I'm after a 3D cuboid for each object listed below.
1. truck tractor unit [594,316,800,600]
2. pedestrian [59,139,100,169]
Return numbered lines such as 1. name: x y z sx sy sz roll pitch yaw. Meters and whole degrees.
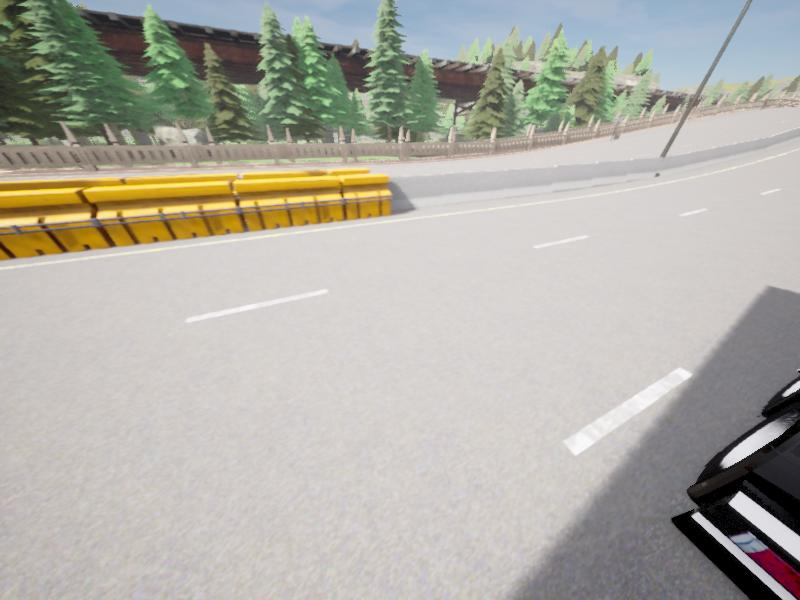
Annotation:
1. truck tractor unit: 5.199 -0.202 0.640 6.516 4.208 3.053 -15 38 -20
2. pedestrian: -23.434 -10.686 16.929 0.751 1.860 0.751 -14 38 -19
